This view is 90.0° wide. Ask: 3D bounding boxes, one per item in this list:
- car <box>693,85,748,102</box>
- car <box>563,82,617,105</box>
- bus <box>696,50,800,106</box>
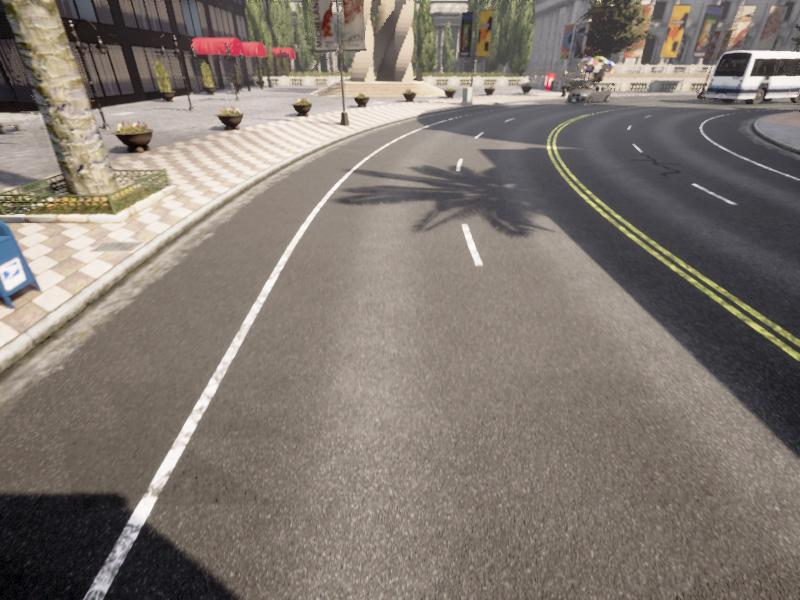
[{"bbox_3d":[32.787,-21.188,41.006,4.181,1.385,1.994,-8,31,-13],"label":"car"},{"bbox_3d":[17.963,-19.565,37.861,4.611,1.667,2.242,-20,36,-30],"label":"car"},{"bbox_3d":[34.407,-20.923,37.708,10.273,4.253,3.944,-9,32,-15],"label":"bus"}]
